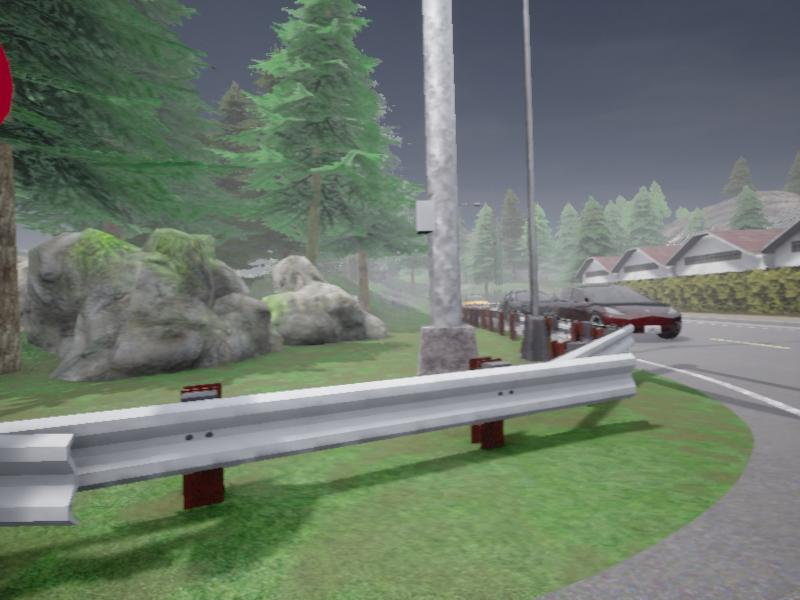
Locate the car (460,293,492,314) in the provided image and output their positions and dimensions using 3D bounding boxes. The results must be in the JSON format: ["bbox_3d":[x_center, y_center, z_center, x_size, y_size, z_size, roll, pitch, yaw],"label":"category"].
[{"bbox_3d":[6.182,0.268,33.029,1.801,1.575,5.366,-2,0,2],"label":"car"}]

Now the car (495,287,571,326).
[{"bbox_3d":[6.006,0.267,18.780,1.882,1.535,5.008,-2,0,1],"label":"car"}]

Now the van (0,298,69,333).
[{"bbox_3d":[-24.158,0.905,25.661,2.069,2.038,4.480,-2,0,0],"label":"van"}]

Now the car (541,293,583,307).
[{"bbox_3d":[18.451,-0.021,45.650,4.193,1.474,1.816,-1,0,-17],"label":"car"}]

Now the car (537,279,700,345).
[{"bbox_3d":[5.950,0.282,11.788,2.163,1.488,4.792,-2,0,1],"label":"car"}]
